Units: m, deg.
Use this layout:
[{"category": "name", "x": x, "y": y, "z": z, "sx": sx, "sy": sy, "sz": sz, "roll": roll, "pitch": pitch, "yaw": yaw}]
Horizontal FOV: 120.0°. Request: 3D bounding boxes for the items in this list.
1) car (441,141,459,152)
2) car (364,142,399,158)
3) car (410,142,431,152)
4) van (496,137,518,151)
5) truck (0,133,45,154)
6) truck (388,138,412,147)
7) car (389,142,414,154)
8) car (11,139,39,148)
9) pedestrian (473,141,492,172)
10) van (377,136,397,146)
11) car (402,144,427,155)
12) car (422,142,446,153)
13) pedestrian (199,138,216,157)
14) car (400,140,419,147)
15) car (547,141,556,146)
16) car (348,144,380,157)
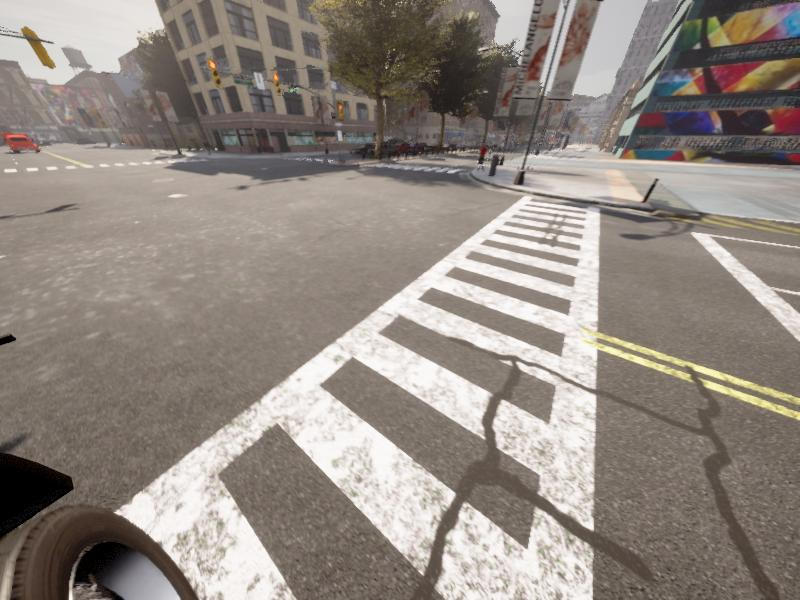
[{"category": "car", "x": 10.032, "y": -30.781, "z": 46.263, "sx": 1.851, "sy": 1.617, "sz": 3.988, "roll": 22, "pitch": 41, "yaw": 28}, {"category": "car", "x": -2.399, "y": -20.546, "z": 31.585, "sx": 2.242, "sy": 1.667, "sz": 4.611, "roll": 22, "pitch": 40, "yaw": 28}, {"category": "car", "x": 4.005, "y": -29.325, "z": 44.243, "sx": 1.837, "sy": 1.490, "sz": 4.892, "roll": 22, "pitch": 40, "yaw": 27}, {"category": "van", "x": 23.378, "y": -34.045, "z": 50.295, "sx": 2.351, "sy": 2.431, "sz": 6.366, "roll": 22, "pitch": 41, "yaw": 28}, {"category": "truck", "x": -55.831, "y": -23.108, "z": 34.069, "sx": 5.204, "sy": 2.467, "sz": 2.627, "roll": 22, "pitch": 41, "yaw": 28}, {"category": "truck", "x": -0.025, "y": -43.862, "z": 64.305, "sx": 6.274, "sy": 2.098, "sz": 2.390, "roll": 21, "pitch": 40, "yaw": 27}, {"category": "car", "x": 0.251, "y": -26.211, "z": 39.766, "sx": 2.007, "sy": 1.525, "sz": 4.514, "roll": 22, "pitch": 41, "yaw": 28}, {"category": "car", "x": -81.730, "y": -34.153, "z": 50.391, "sx": 2.007, "sy": 1.525, "sz": 4.514, "roll": -28, "pitch": 44, "yaw": -34}, {"category": "pedestrian", "x": 6.063, "y": -10.582, "z": 17.051, "sx": 0.751, "sy": 1.860, "sz": 0.751, "roll": -8, "pitch": 36, "yaw": -11}, {"category": "van", "x": -3.850, "y": -48.011, "z": 69.775, "sx": 5.915, "sy": 2.561, "sz": 1.988, "roll": 21, "pitch": 40, "yaw": 27}, {"category": "car", "x": 2.376, "y": -24.366, "z": 37.305, "sx": 1.994, "sy": 1.385, "sz": 4.181, "roll": 22, "pitch": 40, "yaw": 28}, {"category": "car", "x": 6.244, "y": -27.615, "z": 41.823, "sx": 2.128, "sy": 1.511, "sz": 4.902, "roll": 22, "pitch": 41, "yaw": 28}, {"category": "pedestrian", "x": -23.441, "y": -18.564, "z": 28.120, "sx": 0.751, "sy": 1.860, "sz": 0.751, "roll": 25, "pitch": 42, "yaw": 31}, {"category": "car", "x": 2.644, "y": -45.093, "z": 66.524, "sx": 5.366, "sy": 1.575, "sz": 1.801, "roll": 21, "pitch": 40, "yaw": 26}, {"category": "car", "x": 52.147, "y": -53.788, "z": 79.527, "sx": 1.895, "sy": 1.301, "sz": 4.718, "roll": 22, "pitch": 41, "yaw": 28}, {"category": "car", "x": -5.135, "y": -21.702, "z": 33.395, "sx": 1.812, "sy": 1.442, "sz": 4.674, "roll": 22, "pitch": 40, "yaw": 28}]
